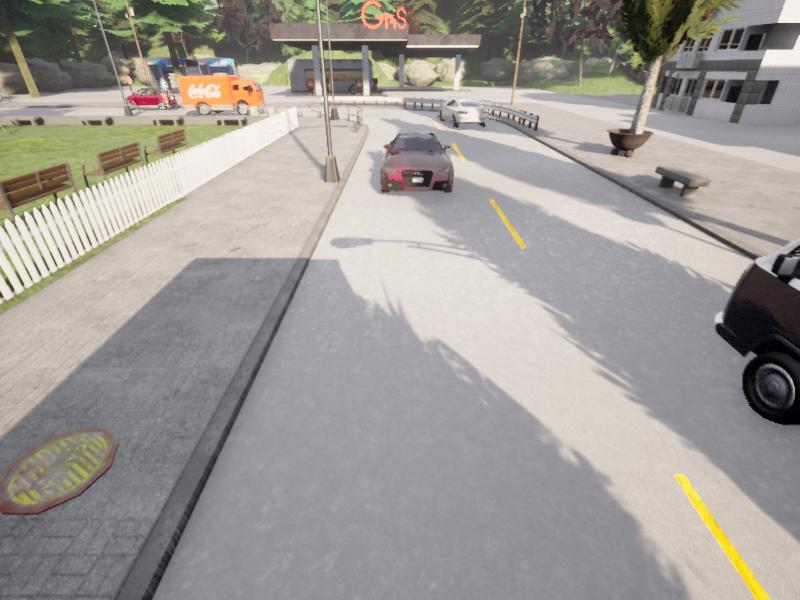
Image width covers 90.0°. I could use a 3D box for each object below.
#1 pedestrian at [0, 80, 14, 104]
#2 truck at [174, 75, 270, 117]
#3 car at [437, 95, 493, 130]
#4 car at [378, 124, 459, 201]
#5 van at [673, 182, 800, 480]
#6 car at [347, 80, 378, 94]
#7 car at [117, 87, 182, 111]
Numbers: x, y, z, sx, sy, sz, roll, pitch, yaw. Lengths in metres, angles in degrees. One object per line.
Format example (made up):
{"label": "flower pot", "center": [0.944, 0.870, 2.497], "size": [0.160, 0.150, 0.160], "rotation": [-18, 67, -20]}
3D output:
{"label": "pedestrian", "center": [-35.697, -18.637, 35.804], "size": [0.751, 1.860, 0.751], "rotation": [-6, 31, -10]}
{"label": "truck", "center": [-12.320, -14.383, 28.194], "size": [5.204, 2.467, 2.627], "rotation": [0, 30, 1]}
{"label": "car", "center": [3.673, -11.157, 23.682], "size": [1.812, 1.442, 4.674], "rotation": [-5, 31, -9]}
{"label": "car", "center": [0.480, -4.240, 11.912], "size": [1.994, 1.385, 4.181], "rotation": [0, 30, 1]}
{"label": "van", "center": [4.430, 0.862, 2.521], "size": [2.069, 2.038, 4.480], "rotation": [0, 31, 0]}
{"label": "car", "center": [-4.567, -26.086, 49.006], "size": [3.633, 1.501, 1.845], "rotation": [0, 30, 0]}
{"label": "car", "center": [-19.866, -15.976, 31.816], "size": [3.705, 1.549, 1.789], "rotation": [1, 30, 0]}
